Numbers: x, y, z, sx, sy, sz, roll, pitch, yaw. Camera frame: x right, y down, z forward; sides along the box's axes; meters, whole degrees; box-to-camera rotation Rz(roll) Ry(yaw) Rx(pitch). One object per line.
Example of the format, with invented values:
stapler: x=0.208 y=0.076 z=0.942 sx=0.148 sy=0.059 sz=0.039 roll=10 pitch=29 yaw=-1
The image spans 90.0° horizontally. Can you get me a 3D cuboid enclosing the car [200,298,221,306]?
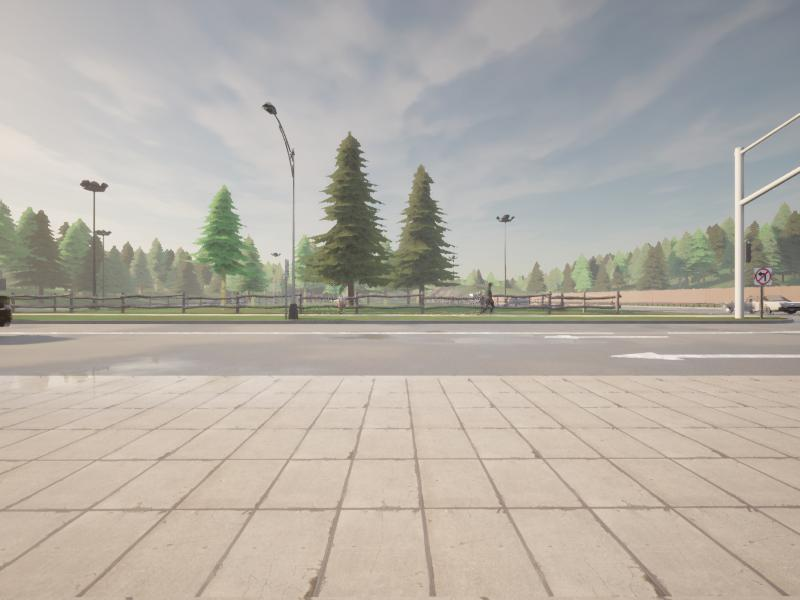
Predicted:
car: x=-40.222 y=0.322 z=85.004 sx=2.152 sy=1.651 sz=5.027 roll=0 pitch=0 yaw=-1

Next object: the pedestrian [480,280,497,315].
pedestrian: x=4.764 y=-0.115 z=21.546 sx=0.751 sy=1.860 sz=0.751 roll=0 pitch=0 yaw=3

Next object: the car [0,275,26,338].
car: x=-13.033 y=0.171 z=10.176 sx=5.238 sy=1.638 sz=1.930 roll=0 pitch=0 yaw=0

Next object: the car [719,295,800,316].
car: x=25.042 y=0.344 z=27.810 sx=1.895 sy=1.301 sz=4.718 roll=0 pitch=0 yaw=-1

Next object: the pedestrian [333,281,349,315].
pedestrian: x=-3.281 y=-0.115 z=22.210 sx=0.751 sy=1.860 sz=0.751 roll=0 pitch=0 yaw=4

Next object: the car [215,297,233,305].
car: x=-36.712 y=0.227 z=83.534 sx=1.851 sy=1.617 sz=3.988 roll=0 pitch=0 yaw=-1
